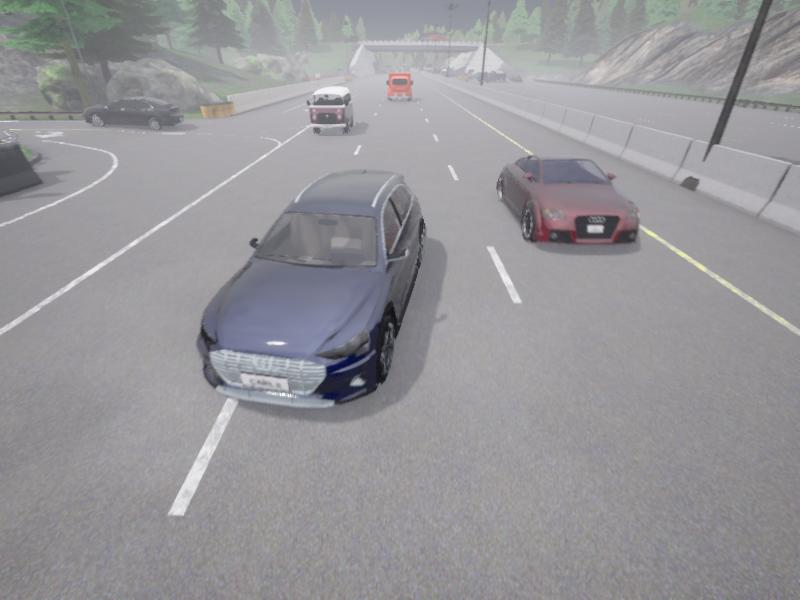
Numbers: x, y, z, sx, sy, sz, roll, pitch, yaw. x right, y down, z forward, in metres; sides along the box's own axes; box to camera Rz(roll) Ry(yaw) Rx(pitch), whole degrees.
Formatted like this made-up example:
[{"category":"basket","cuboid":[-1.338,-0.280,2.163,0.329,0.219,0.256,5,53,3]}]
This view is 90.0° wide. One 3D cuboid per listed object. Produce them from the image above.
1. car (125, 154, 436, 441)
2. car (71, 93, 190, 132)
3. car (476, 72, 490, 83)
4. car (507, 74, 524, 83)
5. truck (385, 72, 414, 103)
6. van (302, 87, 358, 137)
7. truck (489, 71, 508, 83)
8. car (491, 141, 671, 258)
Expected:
[{"category":"car","cuboid":[-0.792,-0.684,5.552,2.033,1.649,4.856,5,30,9]},{"category":"car","cuboid":[-14.433,-10.196,21.714,4.892,1.490,1.837,1,31,-3]},{"category":"car","cuboid":[17.453,-46.896,84.266,1.905,1.878,3.866,0,30,0]},{"category":"car","cuboid":[24.452,-46.857,84.621,2.128,1.511,4.902,0,30,0]},{"category":"truck","cuboid":[-0.023,-20.901,39.258,2.627,2.467,5.204,0,30,0]},{"category":"van","cuboid":[-3.510,-9.978,21.025,2.069,2.038,4.480,0,30,0]},{"category":"truck","cuboid":[20.951,-47.830,85.631,2.390,2.098,6.274,0,30,0]},{"category":"car","cuboid":[3.494,-2.425,8.782,1.994,1.385,4.181,0,30,0]}]
